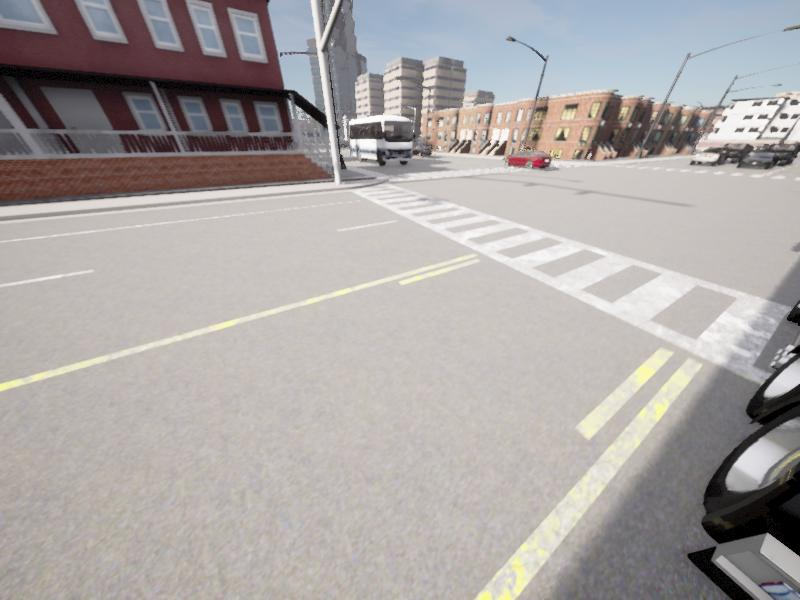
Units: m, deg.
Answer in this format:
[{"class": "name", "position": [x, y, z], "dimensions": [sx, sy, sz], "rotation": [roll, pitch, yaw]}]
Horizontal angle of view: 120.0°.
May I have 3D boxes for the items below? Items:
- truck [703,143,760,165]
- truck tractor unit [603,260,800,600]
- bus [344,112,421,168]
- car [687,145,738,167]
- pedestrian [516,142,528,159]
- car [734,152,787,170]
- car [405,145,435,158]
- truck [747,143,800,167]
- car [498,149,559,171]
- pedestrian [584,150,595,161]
[{"class": "truck", "position": [41.348, -18.329, 28.804], "dimensions": [6.274, 2.098, 2.390], "rotation": [-18, 39, -25]}, {"class": "truck tractor unit", "position": [5.102, -0.309, 0.793], "dimensions": [6.516, 4.208, 3.053], "rotation": [-19, 39, -24]}, {"class": "bus", "position": [-2.320, -17.773, 25.815], "dimensions": [3.944, 4.253, 10.273], "rotation": [-18, 39, -25]}, {"class": "car", "position": [34.710, -16.055, 25.681], "dimensions": [4.605, 1.855, 1.932], "rotation": [-18, 39, -25]}, {"class": "pedestrian", "position": [16.694, -20.495, 31.644], "dimensions": [0.751, 1.860, 0.751], "rotation": [-20, 39, -26]}, {"class": "car", "position": [36.298, -14.055, 23.264], "dimensions": [4.181, 1.385, 1.994], "rotation": [-18, 39, -25]}, {"class": "car", "position": [3.044, -23.131, 35.953], "dimensions": [2.128, 1.511, 4.902], "rotation": [-18, 39, -24]}, {"class": "truck", "position": [42.955, -16.546, 26.251], "dimensions": [6.274, 2.098, 2.390], "rotation": [-18, 39, -25]}, {"class": "car", "position": [12.295, -13.715, 22.509], "dimensions": [2.163, 1.488, 4.792], "rotation": [-13, 37, -18]}, {"class": "pedestrian", "position": [23.229, -17.647, 28.270], "dimensions": [0.500, 1.100, 0.500], "rotation": [-1, 35, -2]}]
